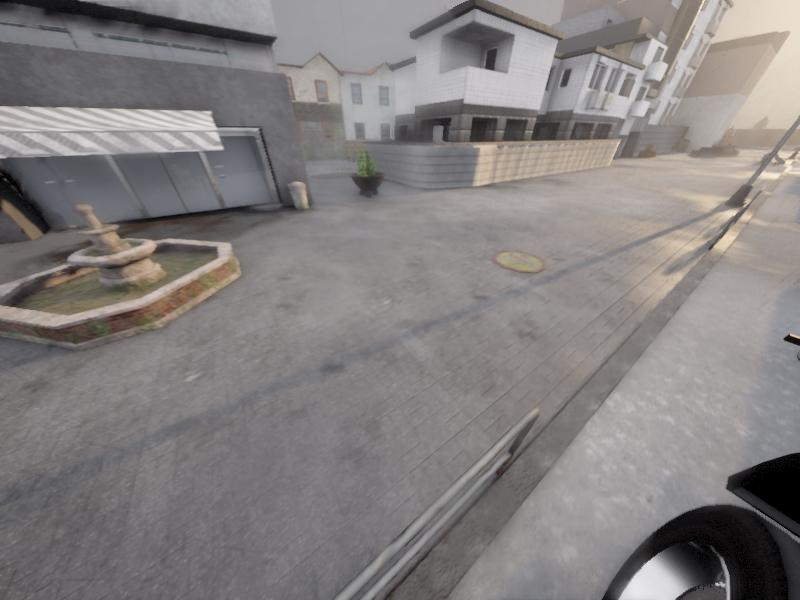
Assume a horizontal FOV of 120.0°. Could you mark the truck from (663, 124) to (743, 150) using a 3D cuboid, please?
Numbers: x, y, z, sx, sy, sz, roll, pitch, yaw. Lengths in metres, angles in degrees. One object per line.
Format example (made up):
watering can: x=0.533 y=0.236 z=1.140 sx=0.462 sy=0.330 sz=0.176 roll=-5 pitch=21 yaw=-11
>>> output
truck: x=59.203 y=-32.045 z=45.538 sx=2.891 sy=3.827 sz=8.468 roll=-22 pitch=40 yaw=-27

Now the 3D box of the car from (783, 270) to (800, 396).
car: x=6.647 y=0.109 z=2.574 sx=4.718 sy=1.301 sz=1.895 roll=-22 pitch=40 yaw=-27
